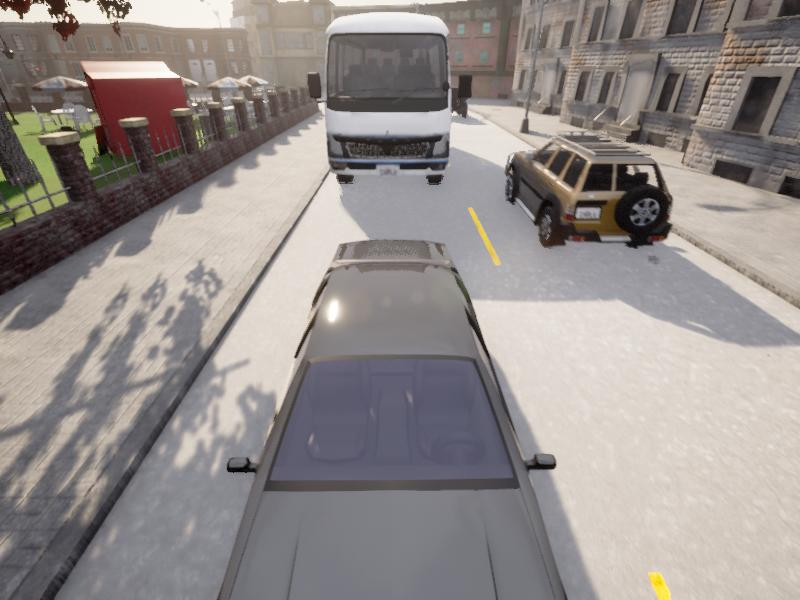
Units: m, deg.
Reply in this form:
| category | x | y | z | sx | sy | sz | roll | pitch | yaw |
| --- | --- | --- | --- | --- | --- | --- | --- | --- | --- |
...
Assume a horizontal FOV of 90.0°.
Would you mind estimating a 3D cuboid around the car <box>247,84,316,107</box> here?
| category | x | y | z | sx | sy | sz | roll | pitch | yaw |
| --- | --- | --- | --- | --- | --- | --- | --- | --- | --- |
| car | -10.083 | -17.585 | 34.427 | 5.238 | 1.638 | 1.930 | 1 | 30 | 2 |

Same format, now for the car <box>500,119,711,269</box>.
| category | x | y | z | sx | sy | sz | roll | pitch | yaw |
| --- | --- | --- | --- | --- | --- | --- | --- | --- | --- |
| car | 3.692 | -2.520 | 8.450 | 1.932 | 1.855 | 4.605 | 0 | 31 | 0 |

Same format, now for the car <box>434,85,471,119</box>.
| category | x | y | z | sx | sy | sz | roll | pitch | yaw |
| --- | --- | --- | --- | --- | --- | --- | --- | --- | --- |
| car | 3.509 | -13.633 | 27.425 | 1.905 | 1.878 | 3.866 | -1 | 30 | -2 |

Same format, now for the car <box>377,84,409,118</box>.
| category | x | y | z | sx | sy | sz | roll | pitch | yaw |
| --- | --- | --- | --- | --- | --- | --- | --- | --- | --- |
| car | -0.548 | -13.930 | 27.939 | 1.905 | 1.878 | 3.866 | -2 | 30 | -4 |

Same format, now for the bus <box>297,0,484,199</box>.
| category | x | y | z | sx | sy | sz | roll | pitch | yaw |
| --- | --- | --- | --- | --- | --- | --- | --- | --- | --- |
| bus | -0.128 | -7.104 | 13.932 | 3.944 | 4.253 | 10.273 | 0 | 30 | 1 |

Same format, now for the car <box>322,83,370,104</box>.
| category | x | y | z | sx | sy | sz | roll | pitch | yaw |
| --- | --- | --- | --- | --- | --- | --- | --- | --- | --- |
| car | -5.026 | -19.434 | 37.627 | 3.988 | 1.617 | 1.851 | 8 | 31 | 13 |

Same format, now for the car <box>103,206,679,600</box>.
| category | x | y | z | sx | sy | sz | roll | pitch | yaw |
| --- | --- | --- | --- | --- | --- | --- | --- | --- | --- |
| car | -0.064 | 0.687 | 3.449 | 2.033 | 1.411 | 5.357 | 0 | 30 | -1 |

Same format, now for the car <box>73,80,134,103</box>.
| category | x | y | z | sx | sy | sz | roll | pitch | yaw |
| --- | --- | --- | --- | --- | --- | --- | --- | --- | --- |
| car | -27.968 | -19.727 | 37.833 | 3.866 | 1.878 | 1.905 | 0 | 30 | 0 |
